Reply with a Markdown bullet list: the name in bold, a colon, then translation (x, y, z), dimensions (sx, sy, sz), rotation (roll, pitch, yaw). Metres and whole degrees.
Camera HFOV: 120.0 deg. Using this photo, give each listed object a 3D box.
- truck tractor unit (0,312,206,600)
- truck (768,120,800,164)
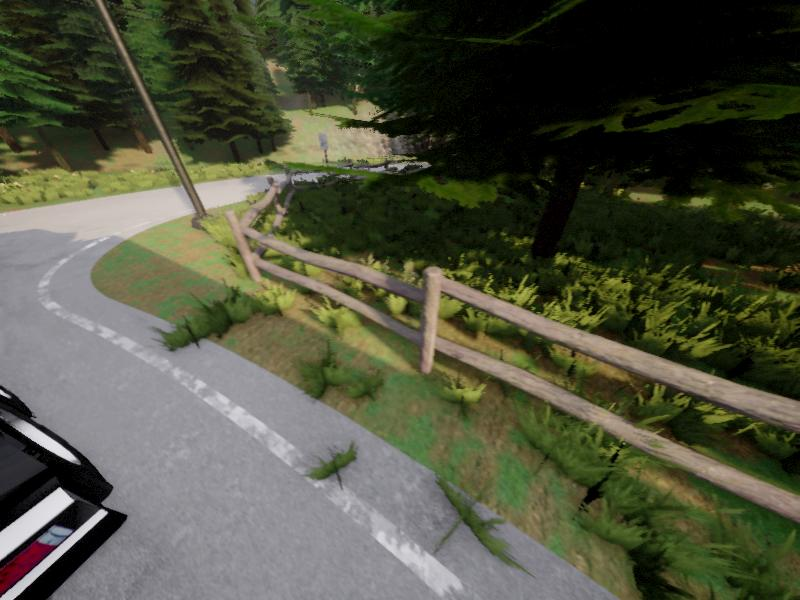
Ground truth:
- **truck tractor unit**: translation (-5.224, -0.168, 0.600), dimensions (6.516, 4.208, 3.053), rotation (13, 37, 18)
- **truck**: translation (43.332, -15.212, 21.870), dimensions (8.468, 3.827, 2.891), rotation (6, 35, 9)
